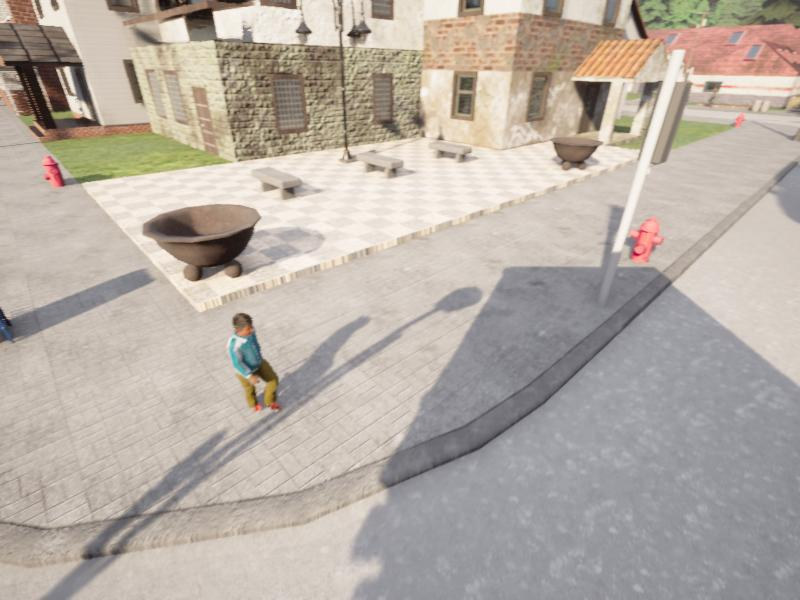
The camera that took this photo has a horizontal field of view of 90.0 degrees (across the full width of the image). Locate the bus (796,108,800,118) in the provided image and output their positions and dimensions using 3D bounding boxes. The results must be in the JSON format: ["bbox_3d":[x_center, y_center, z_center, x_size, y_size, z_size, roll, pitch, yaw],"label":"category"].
[{"bbox_3d":[31.567,-13.067,24.972,3.944,4.253,10.273,5,31,7],"label":"bus"}]

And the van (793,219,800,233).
[{"bbox_3d":[11.598,-3.232,9.334,5.915,2.561,1.988,-24,39,-36],"label":"van"}]

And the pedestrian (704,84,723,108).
[{"bbox_3d":[28.267,-18.375,36.071,0.751,1.860,0.751,20,35,29],"label":"pedestrian"}]

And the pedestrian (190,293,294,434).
[{"bbox_3d":[-1.384,0.580,3.638,0.500,1.100,0.500,12,32,19],"label":"pedestrian"}]

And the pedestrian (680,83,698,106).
[{"bbox_3d":[27.031,-19.200,37.451,0.751,1.860,0.751,20,36,30],"label":"pedestrian"}]
